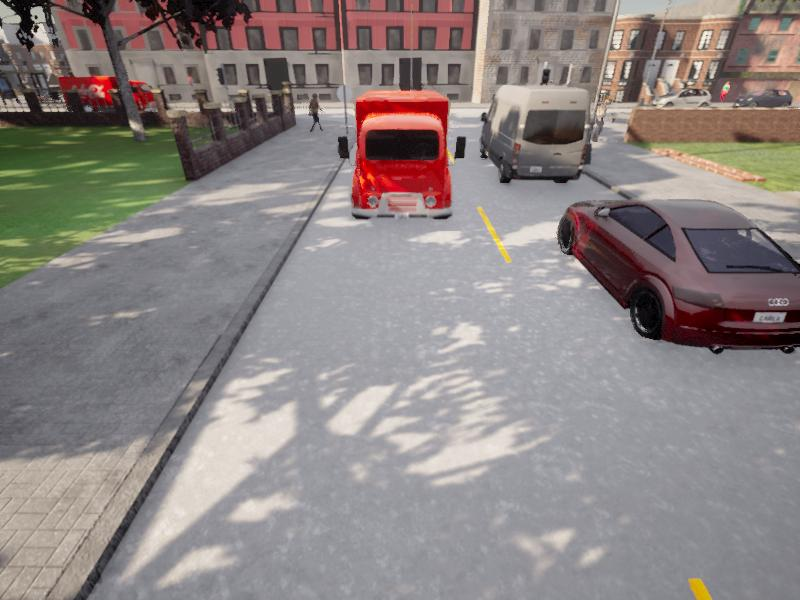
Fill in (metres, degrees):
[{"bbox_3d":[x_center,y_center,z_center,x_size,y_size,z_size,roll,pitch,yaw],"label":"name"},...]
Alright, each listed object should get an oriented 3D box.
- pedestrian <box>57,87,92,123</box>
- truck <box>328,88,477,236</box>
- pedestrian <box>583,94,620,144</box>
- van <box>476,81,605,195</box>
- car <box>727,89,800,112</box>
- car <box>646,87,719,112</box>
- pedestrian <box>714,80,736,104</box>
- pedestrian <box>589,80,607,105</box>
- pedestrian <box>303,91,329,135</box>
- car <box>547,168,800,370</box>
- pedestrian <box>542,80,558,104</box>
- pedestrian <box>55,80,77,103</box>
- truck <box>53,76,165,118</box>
[{"bbox_3d":[-19.110,-11.456,23.533,0.751,1.860,0.751,0,30,0],"label":"pedestrian"},{"bbox_3d":[0.043,-3.716,9.920,2.627,2.467,5.204,0,31,0],"label":"truck"},{"bbox_3d":[8.677,-7.804,17.263,0.751,1.860,0.751,-19,35,-30],"label":"pedestrian"},{"bbox_3d":[4.009,-5.493,12.908,1.988,2.561,5.915,0,31,1],"label":"van"},{"bbox_3d":[28.313,-15.618,31.241,3.633,1.501,1.845,0,30,0],"label":"car"},{"bbox_3d":[21.954,-15.663,31.243,3.988,1.617,1.851,0,30,0],"label":"car"},{"bbox_3d":[29.603,-18.959,36.477,0.751,1.860,0.751,-10,32,-17],"label":"pedestrian"},{"bbox_3d":[17.441,-18.267,35.195,0.751,1.860,0.751,-4,30,-6],"label":"pedestrian"},{"bbox_3d":[-4.134,-9.231,19.725,0.751,1.860,0.751,23,38,34],"label":"pedestrian"},{"bbox_3d":[4.038,-0.844,6.102,1.994,1.385,4.181,0,30,0],"label":"car"},{"bbox_3d":[13.236,-18.352,35.342,0.751,1.860,0.751,0,30,-1],"label":"pedestrian"},{"bbox_3d":[-30.966,-19.318,37.092,0.751,1.860,0.751,4,31,8],"label":"pedestrian"},{"bbox_3d":[-19.808,-14.027,27.585,5.204,2.467,2.627,0,30,0],"label":"truck"}]
